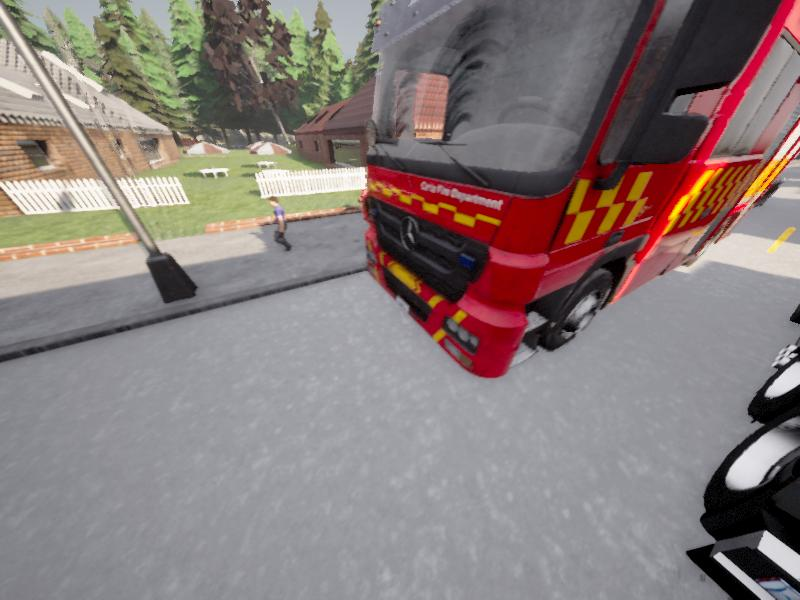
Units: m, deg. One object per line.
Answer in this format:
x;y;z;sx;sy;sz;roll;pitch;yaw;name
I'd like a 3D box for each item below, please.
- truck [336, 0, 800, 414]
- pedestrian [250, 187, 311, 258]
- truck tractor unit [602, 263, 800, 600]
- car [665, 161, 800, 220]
3.708;-2.325;4.024;8.468;3.827;2.891;-18;39;-24;truck
-2.516;-1.694;5.052;0.751;1.300;0.751;-6;35;-9;pedestrian
5.108;-0.304;0.782;6.516;4.208;3.053;-18;39;-24;truck tractor unit
13.701;-4.630;9.442;4.902;1.511;2.128;-18;39;-24;car
